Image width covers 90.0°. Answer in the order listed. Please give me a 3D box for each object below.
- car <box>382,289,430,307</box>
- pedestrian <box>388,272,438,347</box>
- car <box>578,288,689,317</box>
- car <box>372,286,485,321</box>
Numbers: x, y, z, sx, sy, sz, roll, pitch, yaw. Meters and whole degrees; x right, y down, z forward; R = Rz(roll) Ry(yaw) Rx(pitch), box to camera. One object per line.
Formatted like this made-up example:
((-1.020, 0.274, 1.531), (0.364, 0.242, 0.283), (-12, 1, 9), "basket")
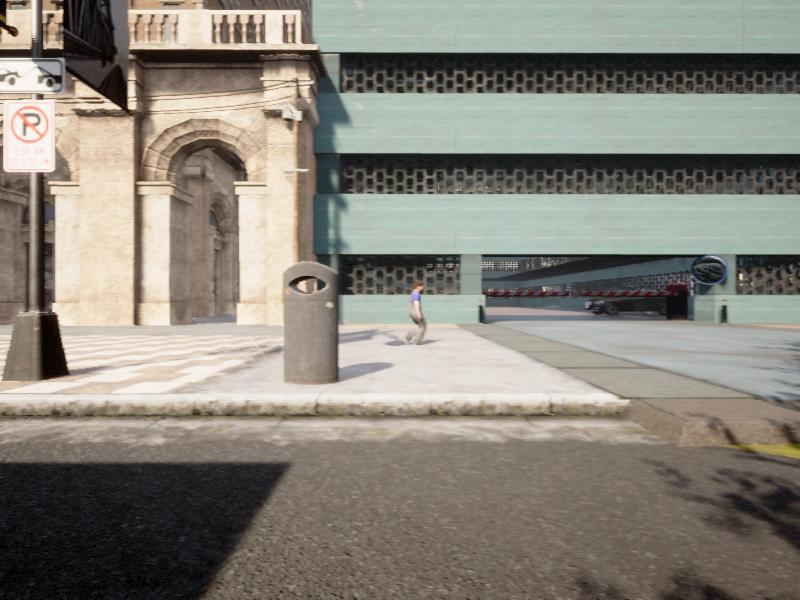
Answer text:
((0.711, -0.228, 48.119), (5.566, 2.045, 2.435), (0, 0, 0), "car")
((0.226, 0.165, 7.418), (0.751, 1.300, 0.751), (0, 0, -15), "pedestrian")
((12.769, 0.120, 22.161), (4.902, 1.511, 2.128), (0, 0, 0), "car")
((1.186, 0.157, 18.020), (4.786, 1.482, 2.161), (0, 0, 0), "car")
